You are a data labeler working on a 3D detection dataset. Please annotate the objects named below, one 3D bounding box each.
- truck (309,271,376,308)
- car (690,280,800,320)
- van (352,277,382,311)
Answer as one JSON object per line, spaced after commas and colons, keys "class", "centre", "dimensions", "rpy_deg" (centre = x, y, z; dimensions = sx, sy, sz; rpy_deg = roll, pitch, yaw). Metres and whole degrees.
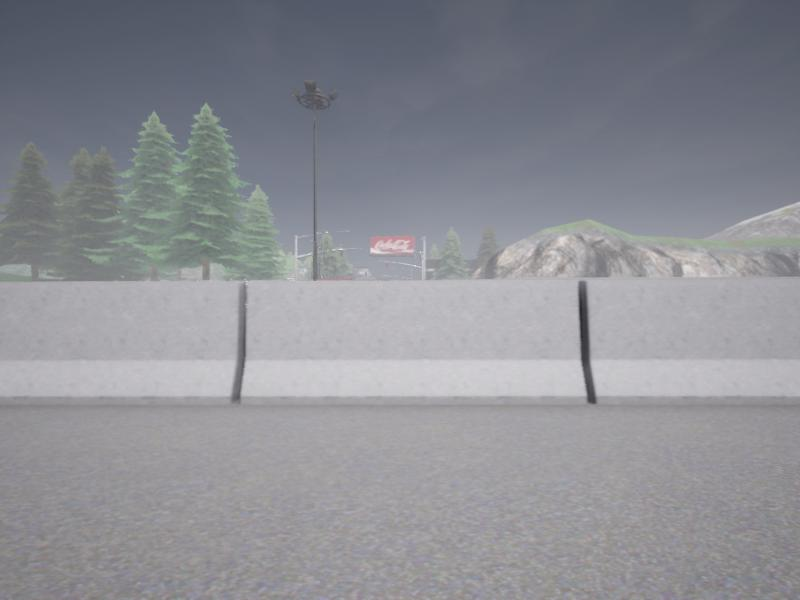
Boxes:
{"class": "truck", "centre": [-6.838, -1.056, 46.465], "dimensions": [8.468, 3.827, 2.891], "rpy_deg": [0, -2, 43]}
{"class": "car", "centre": [16.927, -0.003, 19.700], "dimensions": [3.866, 1.878, 1.905], "rpy_deg": [0, 0, 0]}
{"class": "van", "centre": [-2.653, -0.464, 33.524], "dimensions": [1.988, 2.561, 5.915], "rpy_deg": [0, 0, 0]}
